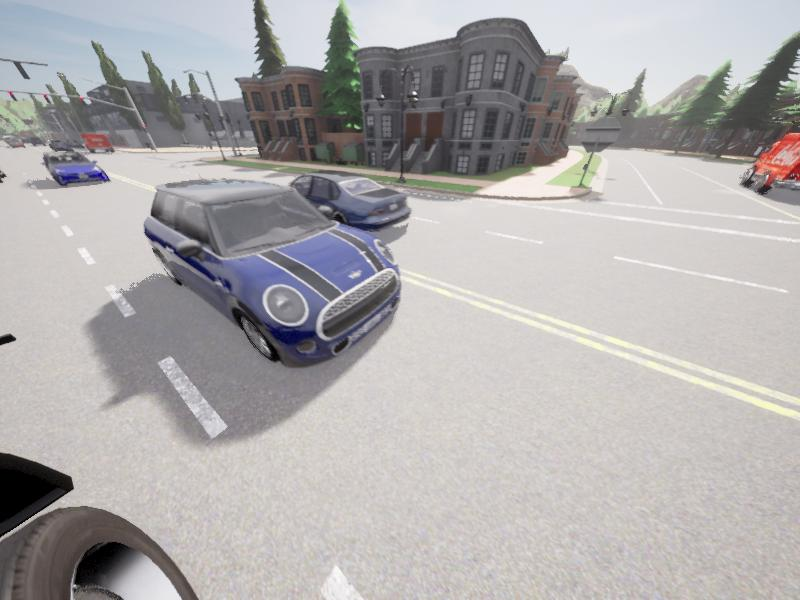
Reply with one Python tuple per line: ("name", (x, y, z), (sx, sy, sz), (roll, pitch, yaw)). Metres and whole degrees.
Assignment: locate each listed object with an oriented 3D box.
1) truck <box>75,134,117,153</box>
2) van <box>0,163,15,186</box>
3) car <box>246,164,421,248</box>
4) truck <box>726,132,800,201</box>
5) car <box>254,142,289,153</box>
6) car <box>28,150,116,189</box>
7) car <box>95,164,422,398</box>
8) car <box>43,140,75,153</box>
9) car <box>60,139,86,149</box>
("truck", (-48.429, -24.989, 36.847), (5.204, 2.467, 2.627), (22, 41, 28))
("van", (-24.690, -7.907, 12.831), (6.366, 2.431, 2.351), (22, 41, 28))
("car", (-2.216, -3.252, 7.298), (5.357, 1.411, 2.033), (22, 41, 28))
("truck", (19.378, -6.470, 11.033), (2.627, 2.467, 5.204), (24, 41, 30))
("car", (-21.668, -25.910, 39.185), (2.007, 1.525, 4.514), (21, 40, 27))
("car", (-18.576, -7.509, 13.096), (4.514, 1.525, 2.007), (22, 41, 28))
("car", (-2.198, -0.943, 3.675), (4.553, 1.767, 2.097), (22, 41, 28))
("car", (-55.832, -25.205, 37.814), (4.856, 1.649, 2.033), (22, 41, 28))
("car", (-70.144, -33.455, 49.506), (4.611, 1.667, 2.242), (22, 41, 28))
